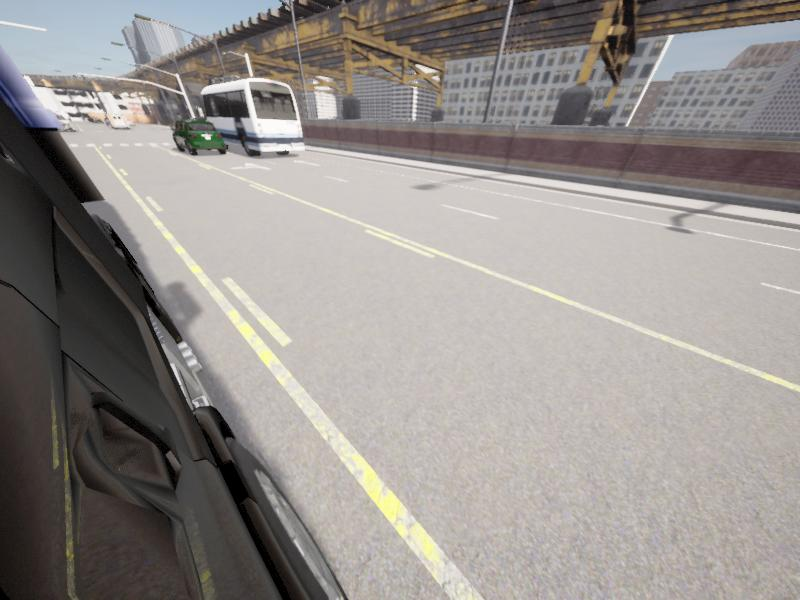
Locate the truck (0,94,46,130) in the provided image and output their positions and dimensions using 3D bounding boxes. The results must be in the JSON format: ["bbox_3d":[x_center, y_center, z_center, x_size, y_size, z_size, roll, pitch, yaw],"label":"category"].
[{"bbox_3d":[-55.878,-27.373,33.736,8.468,3.827,2.891,29,44,31],"label":"truck"}]

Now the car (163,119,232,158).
[{"bbox_3d":[-15.209,-12.197,17.322,5.566,2.045,2.150,29,44,31],"label":"car"}]

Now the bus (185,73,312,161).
[{"bbox_3d":[-11.908,-13.959,18.023,10.273,4.253,3.944,29,44,31],"label":"bus"}]

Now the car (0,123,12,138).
[{"bbox_3d":[-40.674,-15.802,21.091,2.038,1.542,4.974,17,39,20],"label":"car"}]

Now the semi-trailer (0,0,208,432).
[{"bbox_3d":[-9.079,-3.306,3.827,14.254,4.402,2.717,23,41,25],"label":"semi-trailer"}]

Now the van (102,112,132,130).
[{"bbox_3d":[-53.874,-34.116,44.006,6.366,2.431,2.351,29,44,31],"label":"van"}]

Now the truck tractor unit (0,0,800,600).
[{"bbox_3d":[-2.645,-0.295,0.352,6.516,4.208,3.053,28,44,30],"label":"truck tractor unit"}]
